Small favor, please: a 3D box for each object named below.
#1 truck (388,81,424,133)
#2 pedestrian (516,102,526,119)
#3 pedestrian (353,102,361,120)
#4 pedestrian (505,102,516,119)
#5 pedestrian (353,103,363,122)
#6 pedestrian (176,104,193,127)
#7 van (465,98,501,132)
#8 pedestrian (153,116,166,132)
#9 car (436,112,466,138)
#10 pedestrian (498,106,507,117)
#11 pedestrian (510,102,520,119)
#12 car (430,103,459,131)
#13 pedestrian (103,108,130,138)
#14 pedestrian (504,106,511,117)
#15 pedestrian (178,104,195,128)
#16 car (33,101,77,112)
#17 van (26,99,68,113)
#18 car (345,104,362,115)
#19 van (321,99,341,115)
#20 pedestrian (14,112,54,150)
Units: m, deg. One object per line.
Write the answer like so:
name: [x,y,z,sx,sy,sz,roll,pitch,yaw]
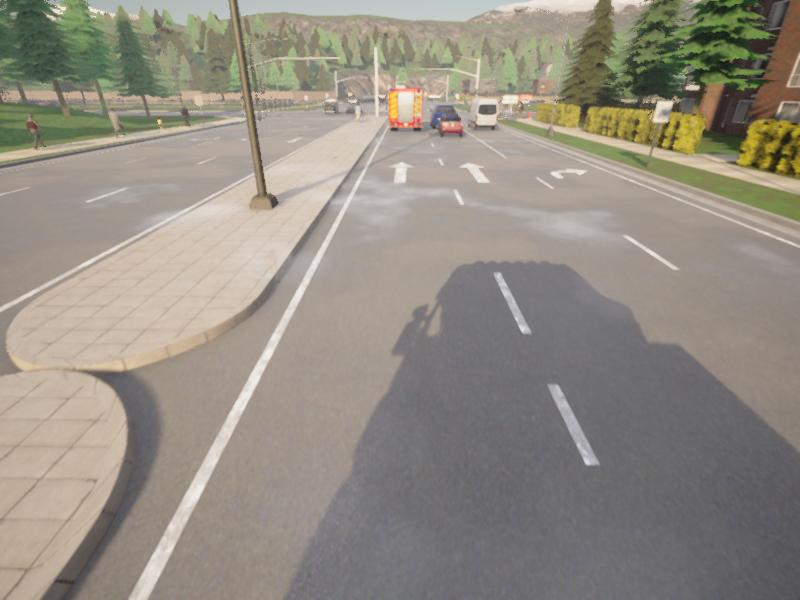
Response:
truck: [0.523,-17.687,36.455,2.891,3.827,8.468,0,28,1]
pedestrian: [14.376,-22.492,47.519,0.751,1.860,0.751,1,27,2]
pedestrian: [-4.977,-22.021,46.518,0.751,1.860,0.751,0,27,0]
pedestrian: [13.611,-23.346,49.158,0.751,1.860,0.751,-25,36,-39]
pedestrian: [-4.437,-19.843,42.327,0.751,1.860,0.751,4,28,8]
pedestrian: [-19.306,-16.548,35.886,0.751,1.860,0.751,0,27,1]
van: [7.526,-17.178,36.901,1.988,2.561,5.915,0,27,1]
pedestrian: [-18.882,-13.805,31.431,0.500,1.100,0.500,-1,27,-2]
car: [3.910,-13.748,31.290,1.851,1.617,3.988,1,27,1]
pedestrian: [13.461,-24.804,52.573,0.751,1.300,0.751,-1,27,-3]
pedestrian: [13.763,-22.735,47.982,0.751,1.860,0.751,-2,28,-4]
car: [4.025,-17.230,37.518,2.150,2.045,5.566,0,28,1]
pedestrian: [-19.380,-12.131,27.381,0.751,1.860,0.751,1,27,1]
pedestrian: [14.062,-24.650,52.279,0.751,1.300,0.751,4,28,7]
pedestrian: [-18.522,-15.933,34.705,0.751,1.860,0.751,-5,28,-10]
car: [-56.825,-31.893,65.953,4.974,1.542,2.038,1,27,1]
van: [-55.311,-30.438,62.728,4.442,1.987,1.775,1,27,1]
car: [-6.934,-28.534,59.943,1.994,1.385,4.181,1,27,1]
van: [-10.413,-29.170,60.452,2.069,2.038,4.480,1,27,1]
pedestrian: [-19.639,-9.080,21.505,0.751,1.860,0.751,1,27,2]
